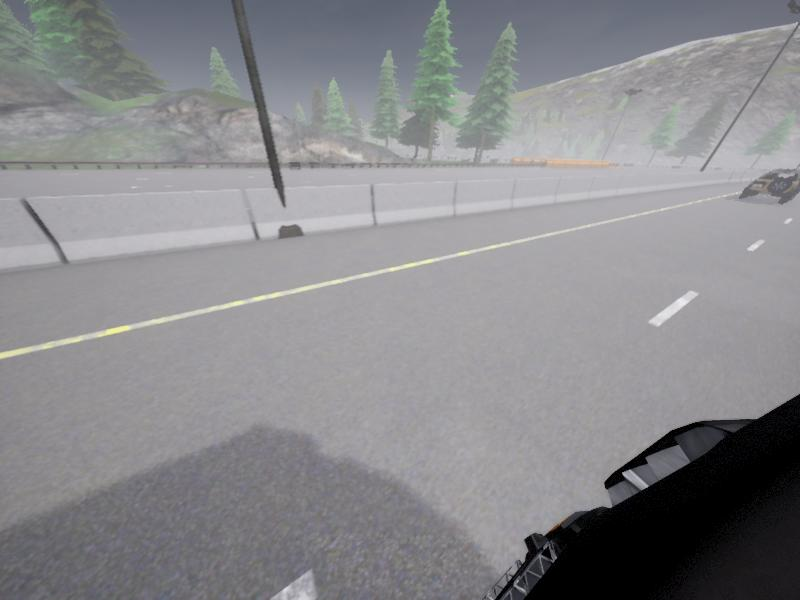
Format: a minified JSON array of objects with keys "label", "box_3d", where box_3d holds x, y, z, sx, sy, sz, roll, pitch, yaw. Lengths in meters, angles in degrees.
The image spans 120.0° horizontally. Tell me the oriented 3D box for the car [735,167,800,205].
[{"label":"car","box_3d":[25.127,-7.685,15.386,4.605,1.855,1.932,-17,38,-25]}]
